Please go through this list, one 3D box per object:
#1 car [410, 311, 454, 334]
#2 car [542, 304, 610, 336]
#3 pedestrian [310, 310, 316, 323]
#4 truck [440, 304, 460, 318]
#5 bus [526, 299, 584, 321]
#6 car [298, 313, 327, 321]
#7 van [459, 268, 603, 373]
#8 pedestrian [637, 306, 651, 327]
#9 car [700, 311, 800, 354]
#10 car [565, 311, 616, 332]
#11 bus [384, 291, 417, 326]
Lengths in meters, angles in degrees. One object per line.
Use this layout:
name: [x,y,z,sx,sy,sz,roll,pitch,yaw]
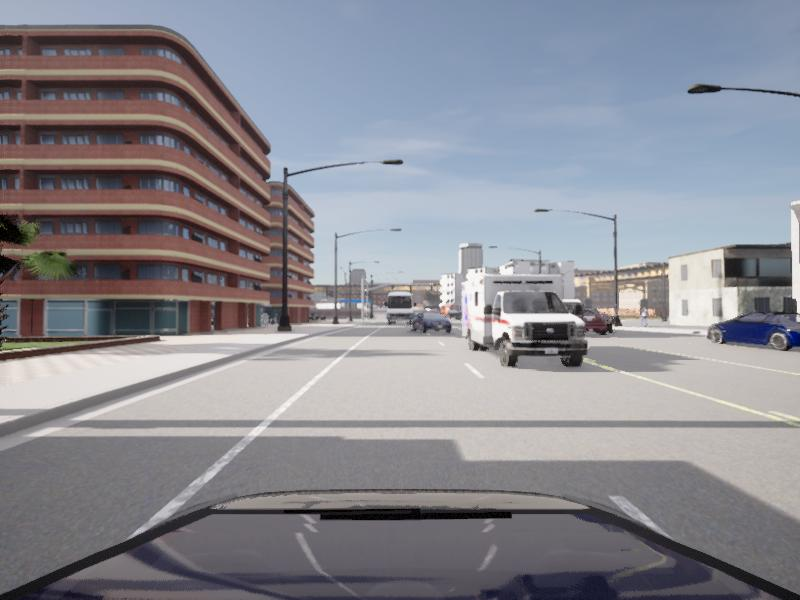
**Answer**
car: [2.049,1.488,27.154,1.812,1.442,4.674,0,-2,-11]
car: [10.490,1.195,24.253,2.097,1.767,4.553,0,-2,0]
pedestrian: [-12.837,2.402,59.149,0.751,1.860,0.751,0,-1,-7]
truck: [13.882,2.979,112.119,2.891,3.827,8.468,0,-1,-11]
bus: [31.698,2.068,82.127,10.273,4.253,3.944,0,-1,0]
car: [-17.008,3.272,77.770,5.238,1.638,1.930,0,-1,-2]
van: [3.493,0.521,12.412,2.351,2.431,6.366,0,-1,0]
pedestrian: [21.129,1.412,34.670,0.751,1.860,0.751,0,-1,-3]
car: [13.993,1.115,15.213,1.994,1.385,4.181,0,-1,0]
car: [13.986,1.576,29.657,1.816,1.474,4.193,0,-2,0]
bus: [0.178,1.163,53.673,3.944,4.253,10.273,0,-2,1]
